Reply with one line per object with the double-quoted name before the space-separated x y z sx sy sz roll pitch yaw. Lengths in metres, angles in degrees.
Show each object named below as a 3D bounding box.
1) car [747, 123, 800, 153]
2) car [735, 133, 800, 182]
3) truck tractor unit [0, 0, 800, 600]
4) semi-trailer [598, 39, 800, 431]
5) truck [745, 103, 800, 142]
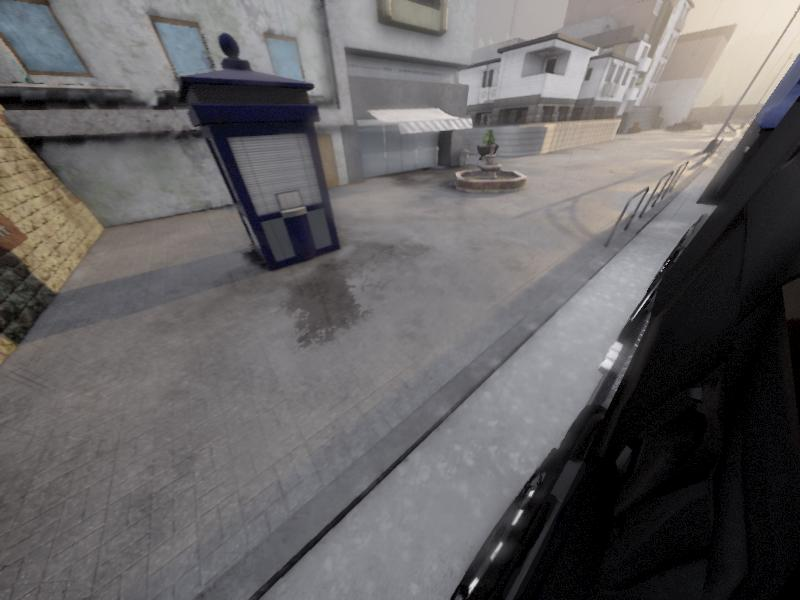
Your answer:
"car" 25.081 -10.720 15.223 4.181 1.385 1.994 -28 44 -30
"car" 16.197 -6.083 9.661 4.718 1.301 1.895 -27 43 -29
"truck tractor unit" 2.645 -0.295 0.351 6.516 4.208 3.053 -28 44 -30
"semi-trailer" 8.697 -3.606 4.228 14.254 4.402 2.717 -28 44 -30
"truck" 33.069 -15.319 19.929 5.204 2.467 2.627 -27 43 -29
